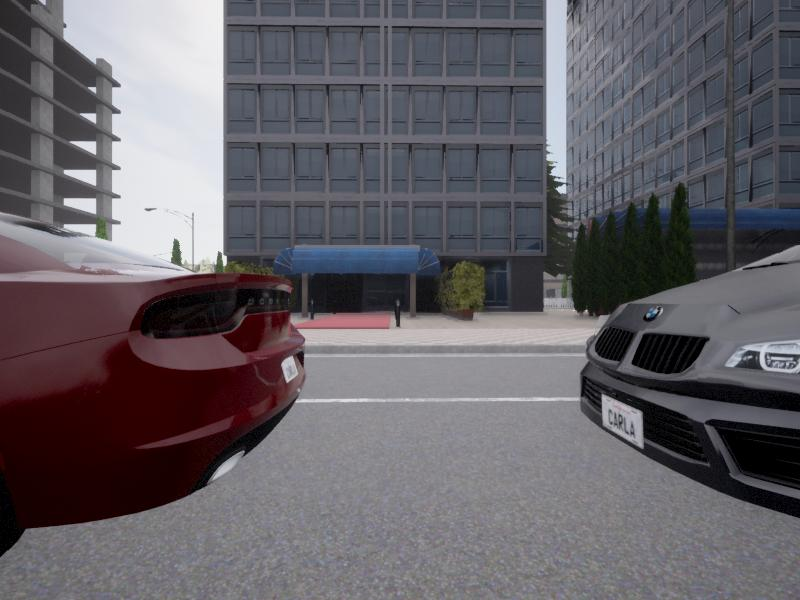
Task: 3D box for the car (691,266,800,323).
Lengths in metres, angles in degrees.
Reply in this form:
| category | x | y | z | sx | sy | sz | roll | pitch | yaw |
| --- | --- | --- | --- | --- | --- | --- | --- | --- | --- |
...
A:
| category | x | y | z | sx | sy | sz | roll | pitch | yaw |
| --- | --- | --- | --- | --- | --- | --- | --- | --- | --- |
| car | 15.472 | -0.198 | 15.717 | 6.274 | 2.098 | 2.390 | 0 | 0 | 29 |

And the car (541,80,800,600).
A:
| category | x | y | z | sx | sy | sz | roll | pitch | yaw |
| --- | --- | --- | --- | --- | --- | --- | --- | --- | --- |
| car | 3.516 | 0.156 | 2.286 | 4.611 | 1.667 | 2.242 | 0 | 0 | -1 |

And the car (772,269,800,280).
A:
| category | x | y | z | sx | sy | sz | roll | pitch | yaw |
| --- | --- | --- | --- | --- | --- | --- | --- | --- | --- |
| car | 14.744 | -0.951 | 15.110 | 1.022 | 0.378 | 0.154 | 0 | 0 | 29 |

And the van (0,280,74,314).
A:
| category | x | y | z | sx | sy | sz | roll | pitch | yaw |
| --- | --- | --- | --- | --- | --- | --- | --- | --- | --- |
| van | -29.976 | -0.222 | 32.179 | 2.351 | 2.431 | 6.366 | 0 | 0 | -1 |

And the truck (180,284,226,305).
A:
| category | x | y | z | sx | sy | sz | roll | pitch | yaw |
| --- | --- | --- | --- | --- | --- | --- | --- | --- | --- |
| truck | -36.534 | -0.955 | 74.178 | 8.468 | 3.827 | 2.891 | 0 | 0 | 23 |

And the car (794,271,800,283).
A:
| category | x | y | z | sx | sy | sz | roll | pitch | yaw |
| --- | --- | --- | --- | --- | --- | --- | --- | --- | --- |
| car | 16.540 | -0.940 | 16.112 | 0.945 | 0.468 | 0.156 | 0 | 0 | 29 |

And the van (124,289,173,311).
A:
| category | x | y | z | sx | sy | sz | roll | pitch | yaw |
| --- | --- | --- | --- | --- | --- | --- | --- | --- | --- |
| van | -23.062 | -0.002 | 36.929 | 1.775 | 1.987 | 4.442 | 0 | 0 | -1 |

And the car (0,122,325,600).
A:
| category | x | y | z | sx | sy | sz | roll | pitch | yaw |
| --- | --- | --- | --- | --- | --- | --- | --- | --- | --- |
| car | -3.069 | 0.223 | 2.122 | 5.008 | 1.535 | 1.882 | 0 | 0 | -1 |

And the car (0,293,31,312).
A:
| category | x | y | z | sx | sy | sz | roll | pitch | yaw |
| --- | --- | --- | --- | --- | --- | --- | --- | --- | --- |
| car | -33.484 | 0.201 | 32.650 | 1.801 | 1.575 | 5.366 | 0 | 0 | -1 |
